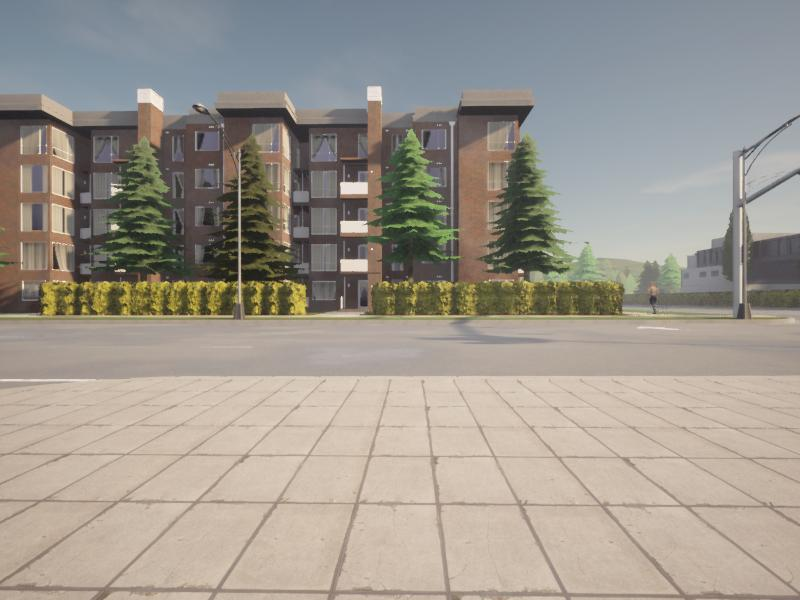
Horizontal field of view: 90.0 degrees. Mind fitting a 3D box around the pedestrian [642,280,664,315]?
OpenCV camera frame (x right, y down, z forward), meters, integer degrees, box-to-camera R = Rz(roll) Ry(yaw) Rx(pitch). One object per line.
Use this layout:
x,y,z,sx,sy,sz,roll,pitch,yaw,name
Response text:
13.782,-0.125,21.808,0.751,1.860,0.751,0,0,2,pedestrian
